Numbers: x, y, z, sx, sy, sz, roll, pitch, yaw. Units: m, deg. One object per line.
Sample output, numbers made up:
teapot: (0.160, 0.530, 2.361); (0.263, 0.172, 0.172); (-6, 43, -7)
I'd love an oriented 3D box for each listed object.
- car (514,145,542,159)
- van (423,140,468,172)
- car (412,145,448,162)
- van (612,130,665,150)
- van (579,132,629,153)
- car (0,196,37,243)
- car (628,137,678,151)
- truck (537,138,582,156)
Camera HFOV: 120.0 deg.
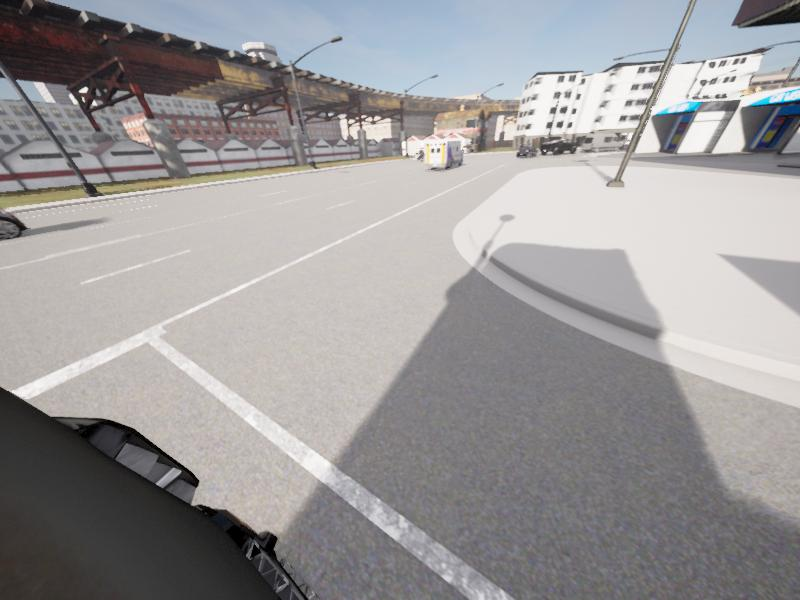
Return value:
car: (18.566, -21.444, 33.420); (3.633, 1.501, 1.845); (-25, 39, -30)
van: (4.881, -15.281, 24.385); (2.351, 2.431, 6.366); (16, 38, 26)
car: (4.844, -23.481, 37.081); (5.566, 2.045, 2.150); (-20, 37, -24)
van: (41.519, -27.875, 40.420); (5.915, 2.561, 1.988); (0, 34, 4)
van: (33.029, -25.538, 37.557); (5.915, 2.561, 1.988); (-7, 34, -7)
car: (-15.317, -2.295, 7.249); (1.970, 1.475, 3.806); (16, 38, 26)
car: (41.282, -25.565, 37.772); (5.238, 1.638, 1.930); (0, 34, 4)
truck: (24.920, -23.922, 36.147); (6.274, 2.098, 2.390); (-17, 36, -20)
